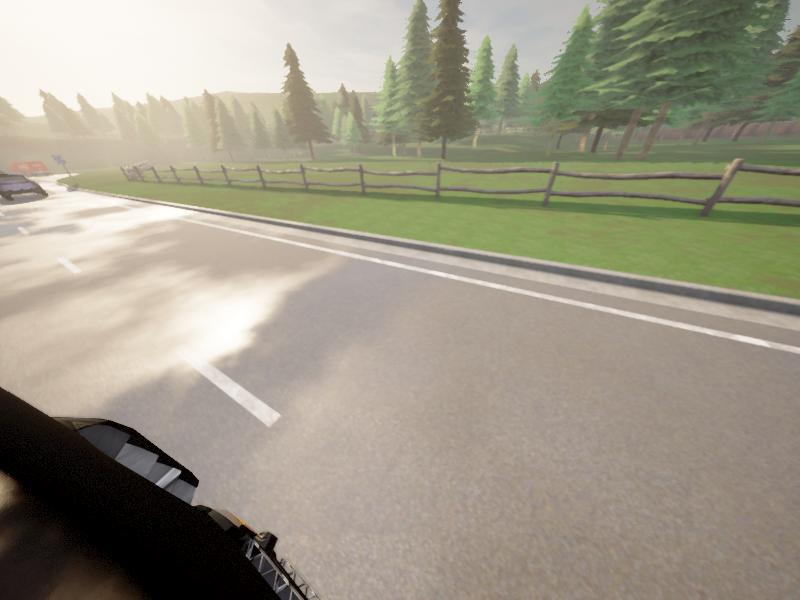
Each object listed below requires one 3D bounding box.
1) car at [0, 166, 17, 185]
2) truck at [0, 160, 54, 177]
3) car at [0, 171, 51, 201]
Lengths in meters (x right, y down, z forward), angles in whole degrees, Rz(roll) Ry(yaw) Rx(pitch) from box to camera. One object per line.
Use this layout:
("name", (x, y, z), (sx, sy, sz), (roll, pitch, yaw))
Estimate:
("car", (-52.745, -16.069, 29.837), (5.566, 2.045, 2.150), (16, 39, 25))
("truck", (-72.147, -25.435, 44.786), (5.204, 2.467, 2.627), (0, 34, 5))
("car", (-29.384, -8.807, 17.687), (4.856, 1.649, 2.033), (17, 39, 28))
